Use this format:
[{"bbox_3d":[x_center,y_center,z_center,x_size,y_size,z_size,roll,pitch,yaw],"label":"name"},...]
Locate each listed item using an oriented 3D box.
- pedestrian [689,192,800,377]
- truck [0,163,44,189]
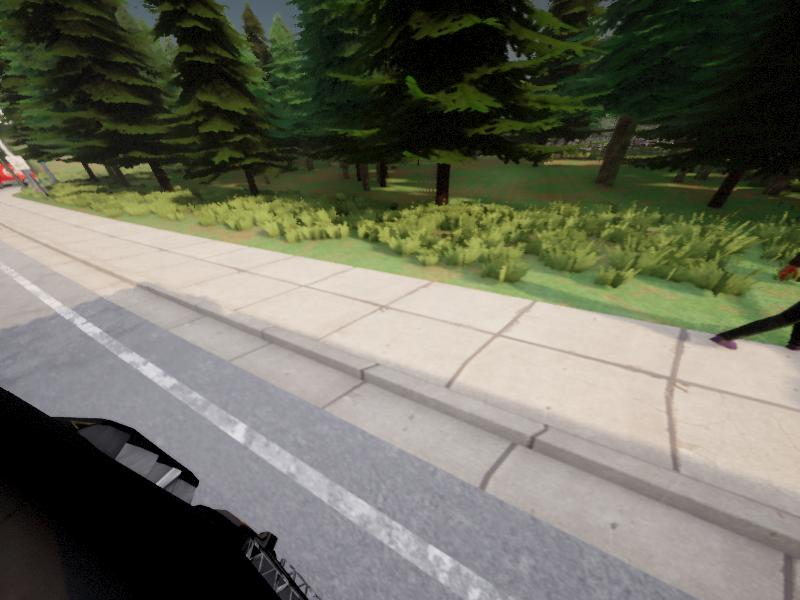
[{"bbox_3d":[3.882,-0.243,2.008,0.751,1.860,0.751,4,34,10],"label":"pedestrian"},{"bbox_3d":[-48.107,-14.795,27.626,2.627,2.467,5.204,-8,34,-8],"label":"truck"}]
